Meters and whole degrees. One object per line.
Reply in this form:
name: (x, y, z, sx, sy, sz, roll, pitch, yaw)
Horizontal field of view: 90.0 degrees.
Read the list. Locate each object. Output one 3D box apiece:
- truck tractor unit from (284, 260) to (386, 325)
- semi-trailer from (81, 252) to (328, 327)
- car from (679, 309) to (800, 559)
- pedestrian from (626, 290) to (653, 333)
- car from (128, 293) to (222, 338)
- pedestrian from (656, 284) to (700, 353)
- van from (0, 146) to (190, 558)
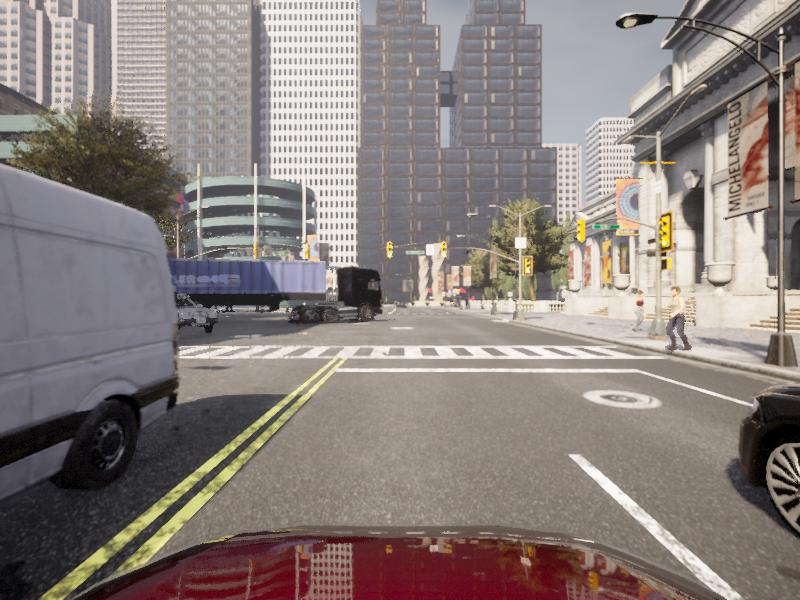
truck tractor unit: (-4.577, -0.496, 28.594, 6.516, 4.208, 3.053, 0, 0, -32)
semi-trailer: (-12.055, -0.597, 26.295, 14.254, 4.402, 2.717, 0, 0, -12)
car: (3.508, 0.838, 1.084, 2.128, 1.511, 4.902, 0, 0, 1)
pedestrian: (10.644, 0.501, 17.788, 0.751, 1.860, 0.751, 0, 0, -2)
car: (-10.629, 0.668, 18.809, 4.605, 1.855, 1.932, 0, -1, 33)
pedestrian: (7.809, 0.505, 11.265, 0.751, 1.860, 0.751, 0, 0, 4)
van: (-3.491, 0.324, 1.746, 1.988, 2.561, 5.915, 0, 0, 1)
